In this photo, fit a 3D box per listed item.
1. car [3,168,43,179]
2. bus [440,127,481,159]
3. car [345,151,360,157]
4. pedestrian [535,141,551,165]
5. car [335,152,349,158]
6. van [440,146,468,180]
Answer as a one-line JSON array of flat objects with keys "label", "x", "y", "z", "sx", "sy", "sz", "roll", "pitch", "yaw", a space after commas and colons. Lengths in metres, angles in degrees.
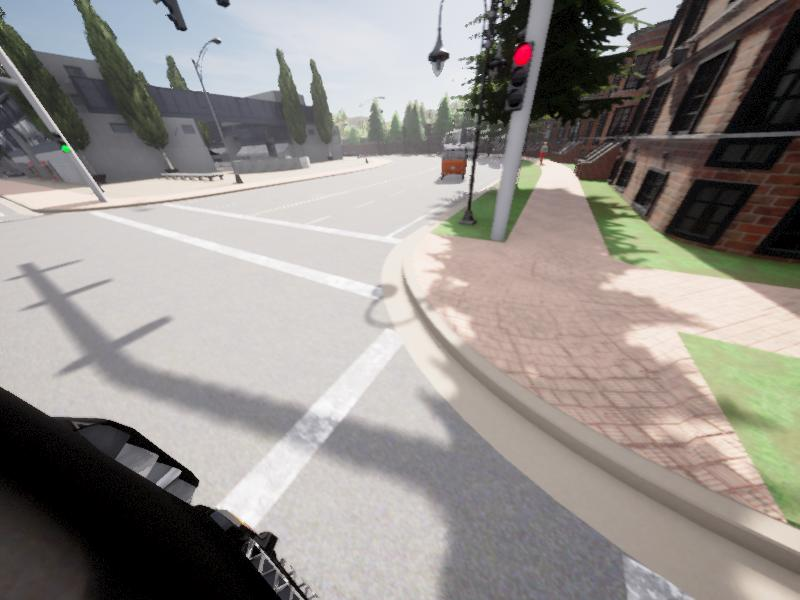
[{"label": "car", "x": -78.730, "y": -26.510, "z": 48.336, "sx": 1.851, "sy": 1.617, "sz": 3.988, "roll": 16, "pitch": 38, "yaw": 26}, {"label": "bus", "x": 10.790, "y": -29.077, "z": 43.003, "sx": 3.944, "sy": 4.253, "sz": 10.273, "roll": -5, "pitch": 34, "yaw": -4}, {"label": "car", "x": -15.638, "y": -48.007, "z": 76.037, "sx": 4.181, "sy": 1.385, "sz": 1.994, "roll": 16, "pitch": 38, "yaw": 26}, {"label": "pedestrian", "x": 13.157, "y": -13.489, "z": 21.243, "sx": 0.751, "sy": 1.860, "sz": 0.751, "roll": 14, "pitch": 37, "yaw": 24}, {"label": "car", "x": -18.621, "y": -46.671, "z": 74.167, "sx": 4.193, "sy": 1.474, "sz": 1.816, "roll": 16, "pitch": 38, "yaw": 26}, {"label": "van", "x": 4.215, "y": -10.782, "z": 18.037, "sx": 1.775, "sy": 1.987, "sz": 4.442, "roll": 5, "pitch": 34, "yaw": 12}]
